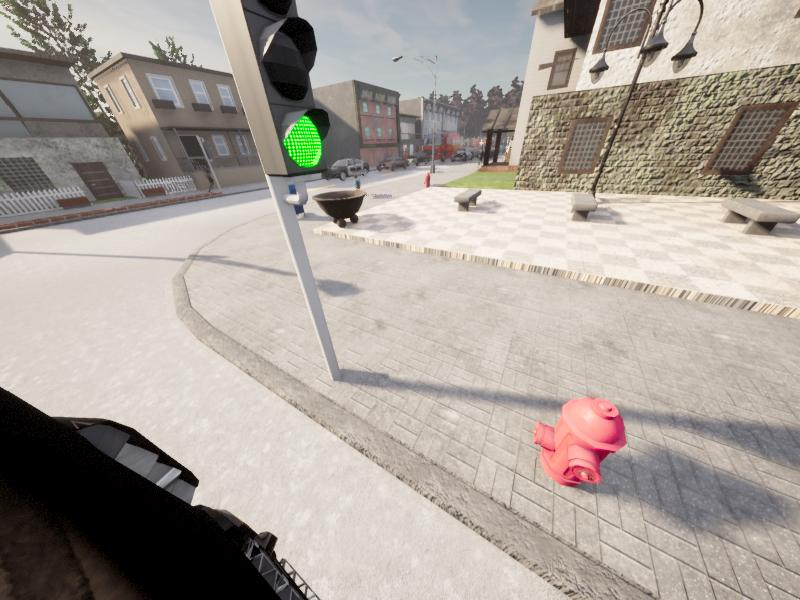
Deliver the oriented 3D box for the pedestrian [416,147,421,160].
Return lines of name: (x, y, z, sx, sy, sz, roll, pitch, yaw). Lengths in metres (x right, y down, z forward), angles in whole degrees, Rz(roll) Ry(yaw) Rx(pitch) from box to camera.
pedestrian: (3.103, -25.019, 39.450, 0.751, 1.860, 0.751, -2, 34, 1)

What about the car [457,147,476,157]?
car: (12.911, -28.681, 44.784, 2.163, 1.488, 4.792, 16, 38, 26)

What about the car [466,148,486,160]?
car: (12.316, -23.686, 37.413, 1.994, 1.385, 4.181, 16, 38, 26)

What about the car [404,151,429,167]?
car: (2.190, -18.246, 29.834, 1.789, 1.549, 3.705, 16, 38, 26)

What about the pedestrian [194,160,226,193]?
pedestrian: (-12.572, -8.213, 15.357, 0.751, 1.860, 0.751, 16, 38, 26)

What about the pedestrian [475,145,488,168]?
pedestrian: (7.897, -13.970, 22.449, 0.751, 1.860, 0.751, 17, 38, 27)

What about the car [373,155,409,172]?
car: (-0.855, -15.210, 25.666, 1.994, 1.385, 4.181, 16, 38, 26)

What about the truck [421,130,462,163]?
truck: (6.464, -23.414, 35.231, 2.891, 3.827, 8.468, 16, 38, 26)

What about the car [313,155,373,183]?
car: (-4.760, -11.598, 20.283, 1.930, 1.638, 5.238, 15, 38, 25)

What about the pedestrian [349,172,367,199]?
pedestrian: (-2.011, -5.525, 11.172, 0.500, 1.100, 0.500, 27, 44, 37)

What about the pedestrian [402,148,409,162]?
pedestrian: (0.916, -22.963, 36.524, 0.751, 1.860, 0.751, 12, 36, 21)

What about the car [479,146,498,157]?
car: (16.584, -27.868, 43.357, 2.033, 1.411, 5.357, 16, 38, 26)

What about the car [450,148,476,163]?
car: (9.000, -20.511, 32.748, 2.038, 1.542, 4.974, 16, 38, 26)
